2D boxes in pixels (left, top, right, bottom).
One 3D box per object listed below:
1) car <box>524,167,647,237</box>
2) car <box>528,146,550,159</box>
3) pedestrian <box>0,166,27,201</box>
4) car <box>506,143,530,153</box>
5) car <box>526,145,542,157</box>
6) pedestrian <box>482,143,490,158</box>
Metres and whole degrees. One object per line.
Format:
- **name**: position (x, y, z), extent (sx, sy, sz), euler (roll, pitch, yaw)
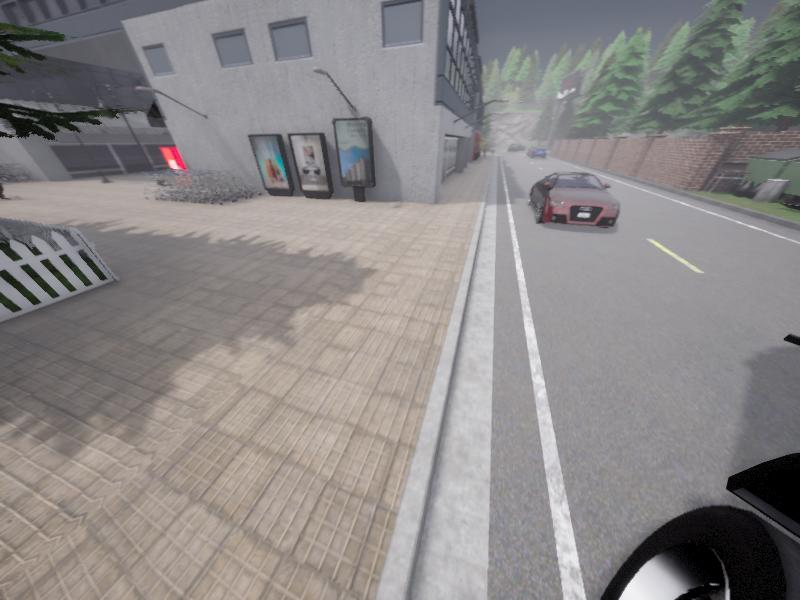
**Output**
- **car**: position (5.894, -3.668, 8.098), extent (1.994, 1.385, 4.181), euler (10, 36, 15)
- **car**: position (21.069, -22.460, 35.116), extent (2.007, 1.525, 4.514), euler (11, 36, 16)
- **pedestrian**: position (-18.939, -5.650, 10.687), extent (0.751, 1.860, 0.751), euler (-18, 38, -24)
- **car**: position (27.103, -35.011, 53.157), extent (4.611, 1.667, 2.242), euler (-18, 38, -24)
- **car**: position (23.179, -25.914, 40.096), extent (1.789, 1.549, 3.705), euler (11, 36, 16)
- **pedestrian**: position (12.484, -21.799, 33.706), extent (0.751, 1.860, 0.751), euler (10, 36, 15)
